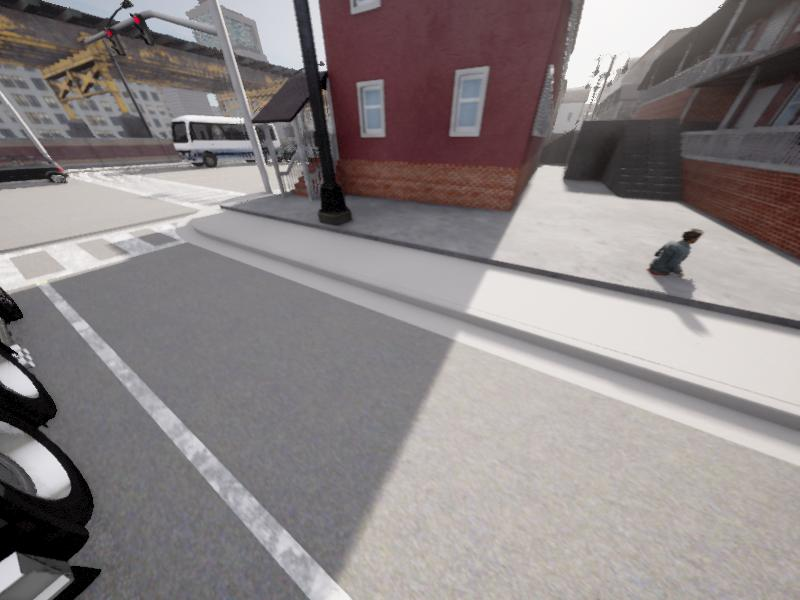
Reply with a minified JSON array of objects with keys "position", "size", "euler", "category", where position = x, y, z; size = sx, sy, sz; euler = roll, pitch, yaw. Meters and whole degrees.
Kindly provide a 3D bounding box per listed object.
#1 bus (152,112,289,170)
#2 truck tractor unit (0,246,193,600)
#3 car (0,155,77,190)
[{"position":[-18.345,-17.172,25.158],"size":[3.944,4.253,10.273],"euler":[18,38,24],"category":"bus"},{"position":[-5.079,-0.330,0.830],"size":[6.516,4.208,3.053],"euler":[19,39,26],"category":"truck tractor unit"},{"position":[-22.944,-7.632,13.792],"size":[1.789,1.549,3.705],"euler":[18,38,24],"category":"car"}]
